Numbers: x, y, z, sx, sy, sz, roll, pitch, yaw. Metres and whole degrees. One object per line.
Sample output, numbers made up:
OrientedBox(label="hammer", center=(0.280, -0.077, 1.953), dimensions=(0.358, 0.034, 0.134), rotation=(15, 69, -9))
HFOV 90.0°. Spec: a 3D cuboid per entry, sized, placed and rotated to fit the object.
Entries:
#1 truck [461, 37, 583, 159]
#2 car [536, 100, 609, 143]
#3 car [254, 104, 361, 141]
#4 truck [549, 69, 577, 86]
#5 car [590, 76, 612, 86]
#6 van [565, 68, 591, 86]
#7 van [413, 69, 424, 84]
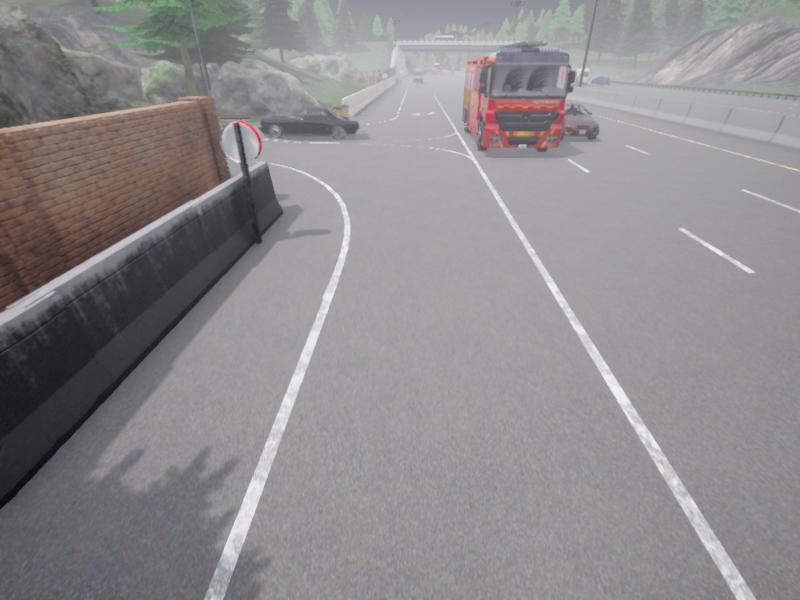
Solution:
OrientedBox(label="truck", center=(4.667, -9.059, 17.675), dimensions=(2.891, 3.827, 8.468), rotation=(1, 30, 2))
OrientedBox(label="car", center=(8.238, -8.800, 19.538), dimensions=(1.816, 1.474, 4.193), rotation=(1, 30, 2))
OrientedBox(label="car", center=(-4.328, -8.555, 19.285), dimensions=(4.718, 1.301, 1.895), rotation=(-2, 31, -8))
OrientedBox(label="truck", center=(27.743, -38.064, 68.467), dimensions=(2.627, 2.467, 5.204), rotation=(1, 30, 2))
OrientedBox(label="car", center=(34.770, -37.990, 69.279), dimensions=(1.816, 1.474, 4.193), rotation=(1, 30, 2))
OrientedBox(label="van", center=(31.335, -39.362, 70.558), dimensions=(1.988, 2.561, 5.915), rotation=(1, 30, 2))
OrientedBox(label="van", center=(3.643, -44.084, 78.793), dimensions=(1.988, 2.561, 5.915), rotation=(1, 30, 2))
